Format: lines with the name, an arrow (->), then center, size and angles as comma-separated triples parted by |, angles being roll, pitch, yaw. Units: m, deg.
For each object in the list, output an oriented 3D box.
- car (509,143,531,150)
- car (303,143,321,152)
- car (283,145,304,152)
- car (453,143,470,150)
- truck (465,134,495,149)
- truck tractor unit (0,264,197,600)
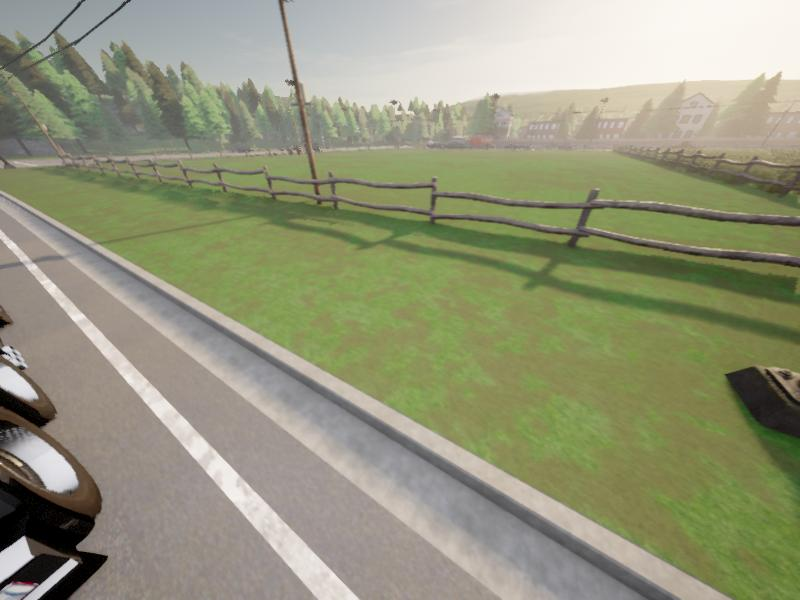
car -> 35.203, -45.023, 67.632 | 5.238, 1.638, 1.930 | 18, 39, 25
car -> -23.192, -40.165, 60.871 | 1.905, 1.878, 3.866 | 18, 39, 25
car -> -29.323, -41.885, 63.792 | 2.128, 1.511, 4.902 | 18, 39, 25
car -> 19.245, -47.917, 72.055 | 4.611, 1.667, 2.242 | 18, 39, 25
truck -> 26.793, -53.292, 77.766 | 8.468, 3.827, 2.891 | 18, 39, 25
truck tractor unit -> -5.122, -0.288, 0.787 | 6.516, 4.208, 3.053 | 18, 39, 24
